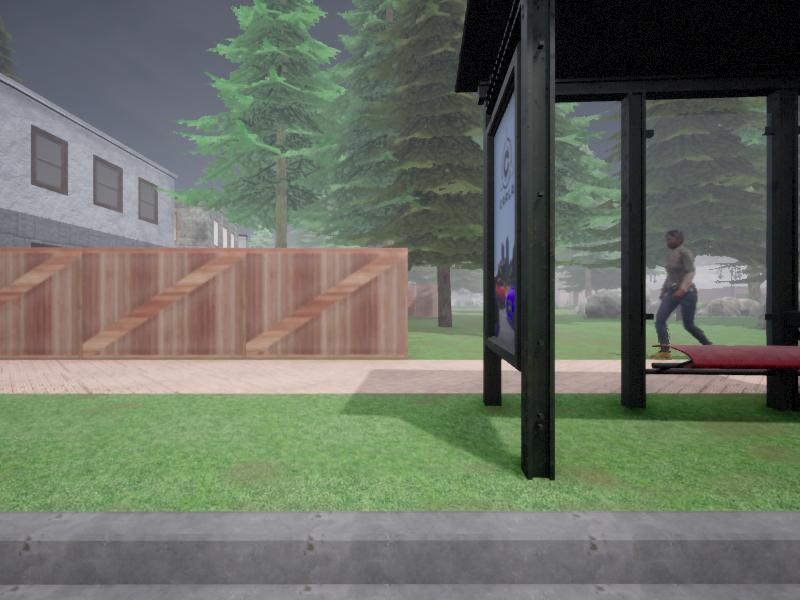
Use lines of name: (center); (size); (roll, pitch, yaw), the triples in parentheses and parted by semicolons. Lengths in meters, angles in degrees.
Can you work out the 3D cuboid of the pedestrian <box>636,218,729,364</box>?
pedestrian: (3.825, -0.115, 5.478); (0.751, 1.860, 0.751); (0, 0, 1)
